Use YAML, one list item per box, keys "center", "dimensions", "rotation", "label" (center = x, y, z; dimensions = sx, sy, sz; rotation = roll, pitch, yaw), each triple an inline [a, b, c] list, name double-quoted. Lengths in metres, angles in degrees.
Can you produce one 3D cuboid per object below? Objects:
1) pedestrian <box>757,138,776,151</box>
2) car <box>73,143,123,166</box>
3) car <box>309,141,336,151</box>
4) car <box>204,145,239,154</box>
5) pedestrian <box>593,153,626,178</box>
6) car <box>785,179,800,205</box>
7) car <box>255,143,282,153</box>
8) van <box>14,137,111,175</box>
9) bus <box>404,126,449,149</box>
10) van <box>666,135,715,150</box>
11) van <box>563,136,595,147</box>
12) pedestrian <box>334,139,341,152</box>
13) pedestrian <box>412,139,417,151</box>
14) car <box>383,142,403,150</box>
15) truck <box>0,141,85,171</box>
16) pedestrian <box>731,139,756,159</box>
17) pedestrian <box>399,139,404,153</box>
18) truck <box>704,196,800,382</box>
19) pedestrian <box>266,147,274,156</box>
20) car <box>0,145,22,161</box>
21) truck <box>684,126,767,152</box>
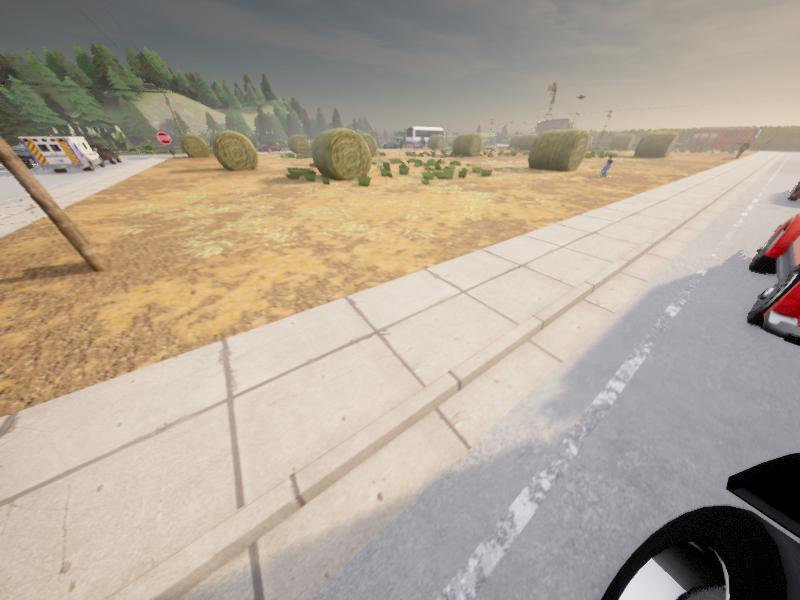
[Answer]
- center: [62.619, -26.503, 39.444]
  dimensions: [0.751, 1.860, 0.751]
  rotation: [-11, 37, -15]
  label: "pedestrian"
- center: [-32.204, -15.690, 24.818]
  dimensions: [1.905, 1.878, 3.866]
  rotation: [-21, 40, -27]
  label: "car"
- center: [-16.542, -32.725, 49.151]
  dimensions: [4.856, 1.649, 2.033]
  rotation: [-19, 39, -25]
  label: "car"
- center: [-32.002, -27.183, 41.630]
  dimensions: [4.718, 1.301, 1.895]
  rotation: [-19, 39, -25]
  label: "car"
- center: [12.815, -8.243, 14.161]
  dimensions: [0.751, 1.300, 0.751]
  rotation: [-3, 35, -4]
  label: "pedestrian"
- center: [18.144, -4.763, 9.432]
  dimensions: [4.181, 1.385, 1.994]
  rotation: [-22, 41, -28]
  label: "car"
- center: [-25.481, -29.535, 44.789]
  dimensions: [4.193, 1.474, 1.816]
  rotation: [-19, 39, -25]
  label: "car"
- center: [-28.184, -12.491, 19.779]
  dimensions: [2.351, 2.431, 6.366]
  rotation: [-21, 40, -27]
  label: "van"
- center: [6.436, -39.589, 56.515]
  dimensions: [10.273, 4.253, 3.944]
  rotation: [-19, 39, -26]
  label: "bus"
- center: [63.492, -34.571, 50.660]
  dimensions: [1.988, 2.561, 5.915]
  rotation: [-21, 40, -27]
  label: "van"
- center: [50.893, -45.202, 65.939]
  dimensions: [2.351, 2.431, 6.366]
  rotation: [-20, 40, -26]
  label: "van"
- center: [-11.564, -28.466, 42.558]
  dimensions: [0.751, 1.860, 0.751]
  rotation: [-21, 40, -27]
  label: "pedestrian"
- center: [2.704, -28.779, 42.939]
  dimensions: [0.751, 1.860, 0.751]
  rotation: [11, 37, 16]
  label: "pedestrian"
- center: [-1.644, -35.539, 53.218]
  dimensions: [4.193, 1.474, 1.816]
  rotation: [-19, 39, -25]
  label: "car"
- center: [-34.299, -14.116, 22.407]
  dimensions: [2.390, 2.098, 6.274]
  rotation: [-21, 40, -27]
  label: "truck"
- center: [38.486, -16.939, 25.925]
  dimensions: [0.751, 1.860, 0.751]
  rotation: [-27, 43, -32]
  label: "pedestrian"
- center: [0.208, -25.449, 38.211]
  dimensions: [0.751, 1.860, 0.751]
  rotation: [6, 36, 9]
  label: "pedestrian"
- center: [6.958, -0.696, 2.711]
  dimensions: [5.204, 2.467, 2.627]
  rotation: [-23, 41, -27]
  label: "truck"
- center: [-18.361, -21.013, 32.663]
  dimensions: [0.500, 1.100, 0.500]
  rotation: [-5, 35, -6]
  label: "pedestrian"
- center: [-51.833, -18.018, 28.382]
  dimensions: [5.238, 1.638, 1.930]
  rotation: [-19, 39, -25]
  label: "car"
- center: [63.329, -31.637, 45.367]
  dimensions: [2.891, 3.827, 8.468]
  rotation: [-21, 40, -27]
  label: "truck"
